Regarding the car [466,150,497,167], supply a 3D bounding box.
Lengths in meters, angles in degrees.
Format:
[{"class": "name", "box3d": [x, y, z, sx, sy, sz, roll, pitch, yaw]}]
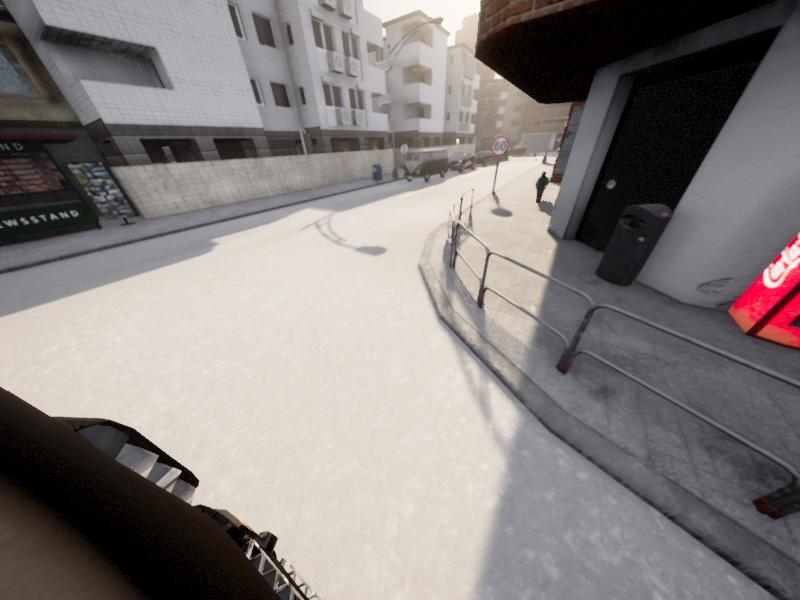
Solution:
[{"class": "car", "box3d": [9.324, -16.082, 26.234, 1.895, 1.301, 4.718, 18, 39, 29]}]

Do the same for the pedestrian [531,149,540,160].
[{"class": "pedestrian", "box3d": [16.837, -18.069, 28.745, 0.500, 1.100, 0.500, 0, 34, 5]}]

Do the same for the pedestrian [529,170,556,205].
[{"class": "pedestrian", "box3d": [5.323, -4.231, 8.652, 0.500, 1.100, 0.500, 22, 41, 33]}]

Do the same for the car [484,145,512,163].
[{"class": "car", "box3d": [13.094, -19.542, 30.828, 2.033, 1.649, 4.856, 18, 40, 29]}]

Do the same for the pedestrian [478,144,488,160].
[{"class": "pedestrian", "box3d": [11.646, -20.870, 32.507, 0.751, 1.860, 0.751, -11, 34, -12]}]

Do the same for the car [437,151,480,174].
[{"class": "car", "box3d": [5.520, -12.808, 21.448, 2.163, 1.488, 4.792, 18, 39, 28]}]

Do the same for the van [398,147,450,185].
[{"class": "van", "box3d": [1.864, -9.799, 16.761, 1.775, 1.987, 4.442, 18, 39, 28]}]

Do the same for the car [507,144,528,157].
[{"class": "car", "box3d": [20.030, -25.502, 39.319, 1.882, 1.535, 5.008, 20, 40, 30]}]
